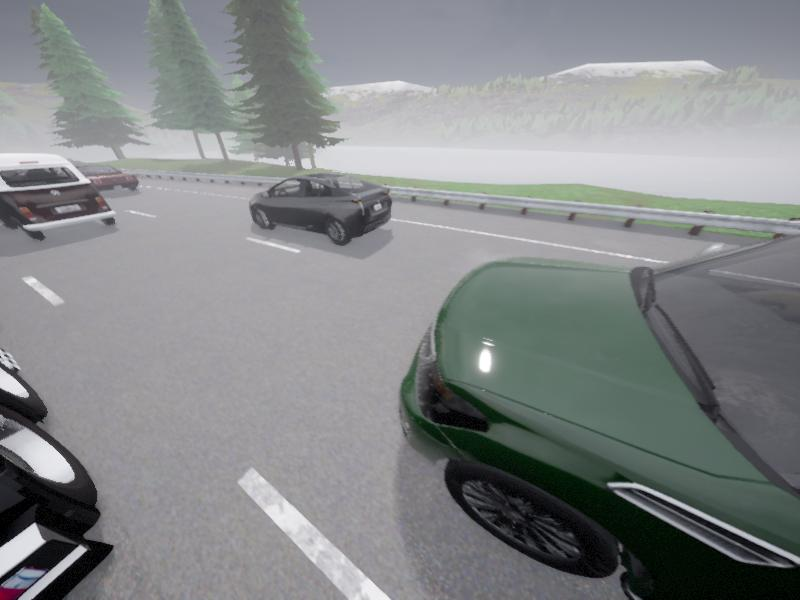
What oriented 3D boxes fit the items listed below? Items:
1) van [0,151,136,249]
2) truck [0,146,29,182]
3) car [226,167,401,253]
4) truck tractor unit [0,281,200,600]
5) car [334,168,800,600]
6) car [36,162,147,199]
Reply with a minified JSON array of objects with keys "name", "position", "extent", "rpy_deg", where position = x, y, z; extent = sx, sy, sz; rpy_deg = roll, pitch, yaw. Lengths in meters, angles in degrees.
[{"name":"van","position":[-11.123,-3.269,7.037],"extent":[4.480,2.038,2.069],"rpy_deg":[15,38,21]},{"name":"truck","position":[-31.069,-9.744,16.503],"extent":[6.274,2.098,2.390],"rpy_deg":[10,36,15]},{"name":"car","position":[-2.448,-2.870,6.813],"extent":[4.514,1.525,2.007],"rpy_deg":[16,38,23]},{"name":"truck tractor unit","position":[-5.149,-0.257,0.747],"extent":[6.516,4.208,3.053],"rpy_deg":[17,39,23]},{"name":"car","position":[2.713,0.788,1.050],"extent":[5.566,2.045,2.150],"rpy_deg":[18,39,24]},{"name":"car","position":[-16.445,-6.484,12.359],"extent":[4.718,1.301,1.895],"rpy_deg":[13,37,19]}]
